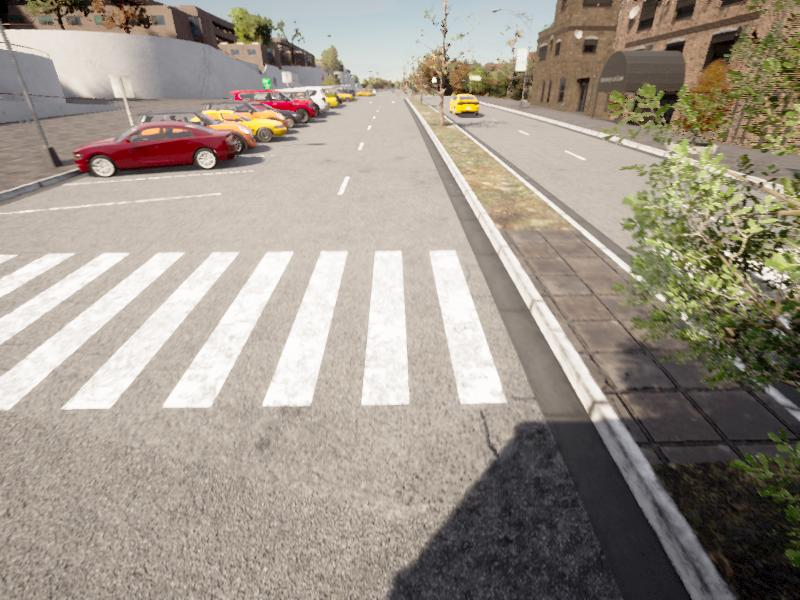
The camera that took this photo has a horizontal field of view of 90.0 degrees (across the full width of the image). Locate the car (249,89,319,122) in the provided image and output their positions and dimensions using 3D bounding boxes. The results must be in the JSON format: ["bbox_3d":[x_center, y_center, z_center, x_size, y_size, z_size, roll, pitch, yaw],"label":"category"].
[{"bbox_3d":[-8.445,-14.276,29.255,4.442,1.987,1.878,-11,30,-18],"label":"car"}]

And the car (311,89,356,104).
[{"bbox_3d":[-8.768,-26.972,52.887,5.366,1.575,1.946,-11,30,-18],"label":"car"}]

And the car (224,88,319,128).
[{"bbox_3d":[-8.485,-12.839,26.617,5.566,2.045,2.435,-11,30,-18],"label":"car"}]

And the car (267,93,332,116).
[{"bbox_3d":[-8.642,-16.931,34.542,5.008,1.535,2.097,-11,30,-18],"label":"car"}]

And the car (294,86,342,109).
[{"bbox_3d":[-8.663,-21.440,42.308,4.442,1.987,1.878,-11,30,-18],"label":"car"}]

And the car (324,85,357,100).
[{"bbox_3d":[-8.965,-31.441,60.598,4.442,1.987,1.878,-11,30,-18],"label":"car"}]

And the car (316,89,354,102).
[{"bbox_3d":[-8.986,-28.328,55.463,4.674,1.452,2.002,-11,30,-18],"label":"car"}]

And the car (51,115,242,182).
[{"bbox_3d":[-8.282,-5.310,13.761,5.008,1.535,2.097,-11,32,-18],"label":"car"}]

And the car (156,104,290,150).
[{"bbox_3d":[-8.205,-8.287,18.998,5.366,1.575,1.946,-11,31,-18],"label":"car"}]

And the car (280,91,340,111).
[{"bbox_3d":[-8.895,-19.757,39.702,5.366,1.575,1.946,-11,31,-18],"label":"car"}]

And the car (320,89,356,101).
[{"bbox_3d":[-9.022,-29.755,58.072,4.674,1.452,2.002,-11,31,-18],"label":"car"}]

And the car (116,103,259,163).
[{"bbox_3d":[-8.366,-6.885,16.279,4.553,1.767,2.185,-11,31,-18],"label":"car"}]

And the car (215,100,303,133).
[{"bbox_3d":[-8.465,-11.127,24.145,4.674,1.452,2.002,-11,31,-18],"label":"car"}]

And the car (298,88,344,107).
[{"bbox_3d":[-8.842,-22.753,44.922,4.553,1.767,2.185,-11,30,-18],"label":"car"}]

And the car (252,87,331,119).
[{"bbox_3d":[-8.621,-15.710,31.799,5.566,2.045,2.435,-11,31,-18],"label":"car"}]

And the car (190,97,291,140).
[{"bbox_3d":[-8.451,-9.810,21.461,4.553,1.767,2.185,-11,31,-18],"label":"car"}]

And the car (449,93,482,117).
[{"bbox_3d":[5.339,-16.322,33.394,1.882,1.535,5.008,0,29,-1],"label":"car"}]
